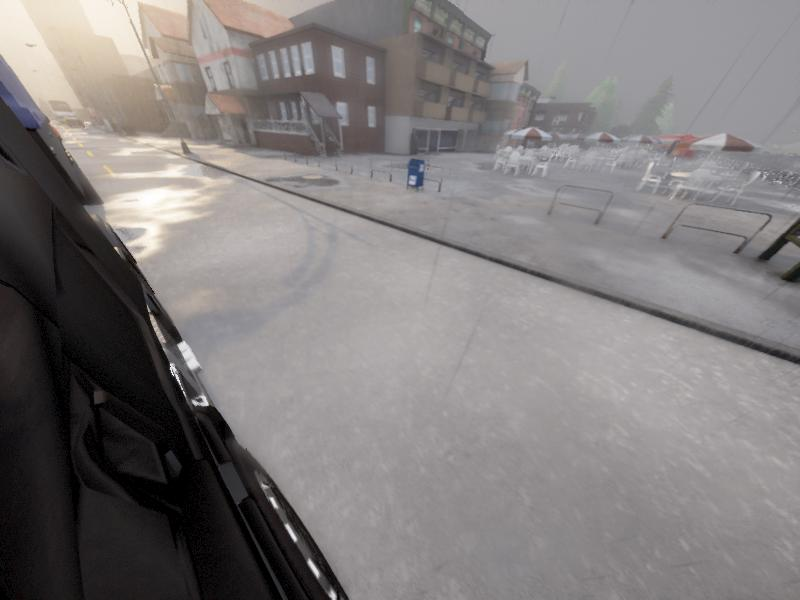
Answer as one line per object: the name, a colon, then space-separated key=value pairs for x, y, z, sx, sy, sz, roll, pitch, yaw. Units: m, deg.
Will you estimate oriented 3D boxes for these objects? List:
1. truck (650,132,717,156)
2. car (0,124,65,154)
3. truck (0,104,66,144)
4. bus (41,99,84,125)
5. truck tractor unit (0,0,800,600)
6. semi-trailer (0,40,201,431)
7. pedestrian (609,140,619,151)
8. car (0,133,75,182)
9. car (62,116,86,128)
truck: x=63.459 y=-35.329 z=52.190 sx=8.468 sy=3.827 sz=2.891 roll=28 pitch=43 yaw=30
car: x=-24.999 y=-11.014 z=15.707 sx=4.181 sy=1.385 sz=1.994 roll=28 pitch=43 yaw=30
truck: x=-32.168 y=-15.281 z=20.052 sx=5.204 sy=2.467 sz=2.627 roll=28 pitch=43 yaw=30
bus: x=-78.894 y=-43.889 z=53.988 sx=10.273 sy=4.253 sz=3.944 roll=28 pitch=43 yaw=30
truck tractor unit: x=-2.645 y=-0.295 z=0.351 sx=6.516 sy=4.208 sz=3.053 roll=28 pitch=44 yaw=30
semi-trailer: x=-8.700 y=-3.596 z=4.236 sx=14.254 sy=4.402 sz=2.717 roll=28 pitch=43 yaw=30
pedestrian: x=44.944 y=-32.444 z=48.568 sx=0.751 sy=1.860 sz=0.751 roll=28 pitch=43 yaw=30
car: x=-16.201 y=-6.305 z=10.011 sx=4.718 sy=1.301 sz=1.895 roll=28 pitch=43 yaw=30
car: x=-61.077 y=-33.429 z=43.275 sx=5.238 sy=1.638 sz=1.930 roll=28 pitch=43 yaw=30
